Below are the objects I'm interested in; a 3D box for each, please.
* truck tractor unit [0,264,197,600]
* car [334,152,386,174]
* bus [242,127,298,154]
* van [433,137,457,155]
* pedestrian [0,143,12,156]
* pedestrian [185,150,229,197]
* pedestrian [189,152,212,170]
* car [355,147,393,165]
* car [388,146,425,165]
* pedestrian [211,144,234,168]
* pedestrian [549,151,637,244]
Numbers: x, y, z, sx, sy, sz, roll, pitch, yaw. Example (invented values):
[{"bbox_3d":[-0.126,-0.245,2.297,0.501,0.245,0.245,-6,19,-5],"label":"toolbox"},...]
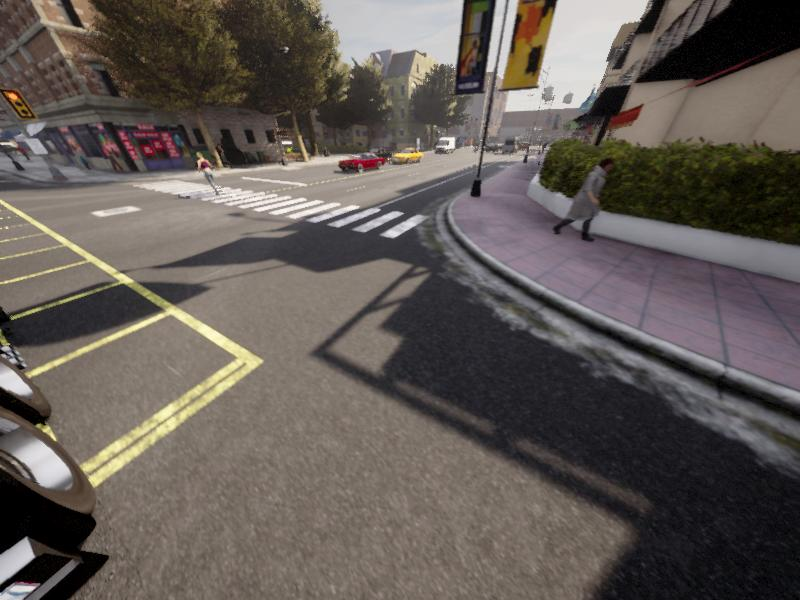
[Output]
[{"bbox_3d":[-5.112,-0.300,0.778,6.516,4.208,3.053,18,39,24],"label":"truck tractor unit"},{"bbox_3d":[-3.297,-12.096,20.261,1.895,1.301,4.718,18,39,24],"label":"car"},{"bbox_3d":[-26.404,-32.411,47.039,10.273,4.253,3.944,18,39,24],"label":"bus"},{"bbox_3d":[8.340,-28.426,42.526,1.988,2.561,5.915,18,39,24],"label":"van"},{"bbox_3d":[-69.717,-26.361,40.497,0.751,1.860,0.751,12,37,17],"label":"pedestrian"},{"bbox_3d":[-9.285,-6.121,11.194,0.751,1.860,0.751,18,39,24],"label":"pedestrian"},{"bbox_3d":[-17.197,-12.003,19.930,0.751,1.300,0.751,11,36,16],"label":"pedestrian"},{"bbox_3d":[-2.846,-16.683,26.672,1.837,1.490,4.892,18,38,24],"label":"car"},{"bbox_3d":[0.896,-16.452,26.233,1.801,1.575,5.366,18,39,24],"label":"car"},{"bbox_3d":[-16.384,-13.340,21.354,0.751,1.860,0.751,15,38,21],"label":"pedestrian"},{"bbox_3d":[4.463,-2.406,5.478,0.751,1.860,0.751,-19,39,-25],"label":"pedestrian"}]
